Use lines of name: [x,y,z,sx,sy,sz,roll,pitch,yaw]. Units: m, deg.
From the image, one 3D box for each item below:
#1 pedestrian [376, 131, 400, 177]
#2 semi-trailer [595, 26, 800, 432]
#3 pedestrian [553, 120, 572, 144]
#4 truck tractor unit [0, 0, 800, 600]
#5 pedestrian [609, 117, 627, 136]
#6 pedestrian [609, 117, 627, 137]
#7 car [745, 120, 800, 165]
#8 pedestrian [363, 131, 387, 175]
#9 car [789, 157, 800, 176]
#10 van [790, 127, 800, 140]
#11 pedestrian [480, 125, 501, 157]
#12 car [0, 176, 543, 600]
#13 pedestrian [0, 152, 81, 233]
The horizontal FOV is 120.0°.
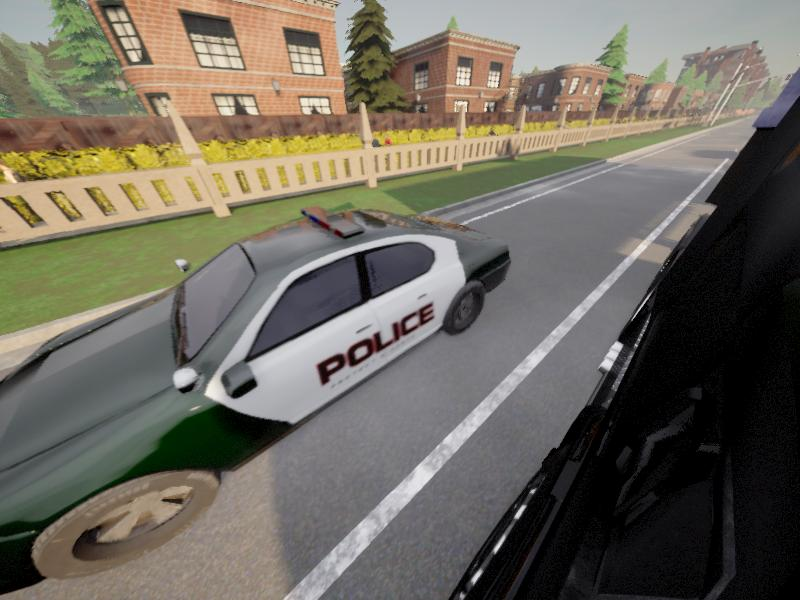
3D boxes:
pedestrian: [-0.584,-7.232,11.481,0.751,1.860,0.751,-28,43,-29]
semi-trailer: [8.835,-3.511,4.083,14.254,4.402,2.717,-27,43,-28]
pedestrian: [15.914,-16.398,22.638,0.751,1.860,0.751,-27,43,-29]
truck tractor unit: [2.645,-0.295,0.351,6.516,4.208,3.053,-28,44,-30]
pedestrian: [27.328,-21.714,28.998,0.751,1.860,0.751,-20,40,-21]
pedestrian: [26.197,-20.754,27.790,0.751,1.860,0.751,-28,44,-30]
car: [20.696,-8.379,12.140,5.027,1.651,2.152,-27,43,-29]
pedestrian: [-1.300,-7.757,12.226,0.751,1.860,0.751,-27,43,-29]
car: [16.909,-5.196,8.364,4.181,1.385,1.994,-32,44,-34]
van: [36.024,-14.847,19.474,4.442,1.987,1.775,-19,40,-20]
pedestrian: [6.471,-11.405,16.589,0.751,1.860,0.751,-27,43,-29]
car: [-0.981,-0.011,2.457,4.974,1.542,2.038,-27,43,-29]
pedestrian: [-10.324,-2.981,6.441,0.751,1.860,0.751,-28,44,-30]
